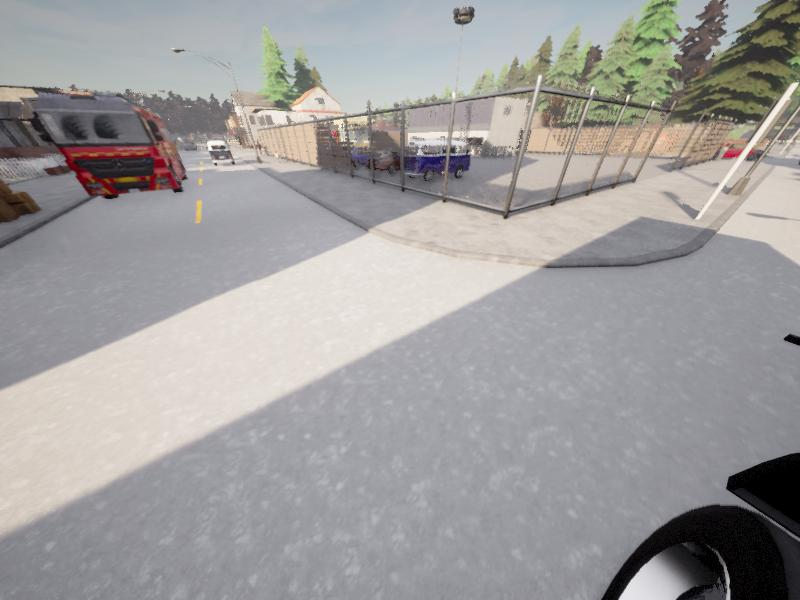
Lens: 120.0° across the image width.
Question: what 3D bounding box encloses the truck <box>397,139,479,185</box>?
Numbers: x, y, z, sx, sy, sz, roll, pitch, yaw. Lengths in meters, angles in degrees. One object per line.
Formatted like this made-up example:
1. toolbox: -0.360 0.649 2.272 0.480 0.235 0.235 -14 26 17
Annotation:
1. truck: 2.257 -8.455 13.982 4.478 2.038 2.069 -22 41 -28

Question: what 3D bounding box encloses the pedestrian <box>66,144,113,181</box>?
1. pedestrian: -18.787 -8.338 14.051 0.751 1.860 0.751 -17 39 -23

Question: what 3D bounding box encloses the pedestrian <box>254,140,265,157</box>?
1. pedestrian: -19.369 -20.890 31.844 0.751 1.860 0.751 -17 39 -22

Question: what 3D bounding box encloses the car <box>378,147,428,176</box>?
1. car: 0.123 -10.336 17.082 1.789 1.547 3.705 -22 41 -28

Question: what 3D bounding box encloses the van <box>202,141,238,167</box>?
1. van: -18.276 -14.906 23.420 2.069 2.038 4.480 -22 41 -28

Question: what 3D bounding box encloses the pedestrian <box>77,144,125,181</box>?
1. pedestrian: -18.107 -8.339 14.047 0.751 1.860 0.751 -7 36 -10

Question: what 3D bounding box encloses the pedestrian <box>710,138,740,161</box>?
1. pedestrian: 31.605 -14.646 22.522 0.751 1.860 0.751 22 41 28

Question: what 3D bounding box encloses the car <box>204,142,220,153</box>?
1. car: -37.043 -30.081 45.519 1.789 1.549 3.705 -22 41 -28

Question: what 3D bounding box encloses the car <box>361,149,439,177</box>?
1. car: 0.123 -10.117 16.896 5.357 1.415 2.033 -22 41 -28

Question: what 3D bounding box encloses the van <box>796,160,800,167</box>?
1. van: 37.023 -13.013 19.809 5.915 2.561 1.988 -22 41 -28

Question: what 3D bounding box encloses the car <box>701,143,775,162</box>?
1. car: 36.003 -15.847 24.757 1.816 1.474 4.193 -24 42 -30

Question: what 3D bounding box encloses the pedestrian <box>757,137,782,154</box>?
1. pedestrian: 48.968 -20.484 30.655 0.751 1.860 0.751 18 39 23

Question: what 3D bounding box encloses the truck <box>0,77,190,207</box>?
1. truck: -13.612 -7.776 11.726 2.891 3.827 8.468 -22 41 -28

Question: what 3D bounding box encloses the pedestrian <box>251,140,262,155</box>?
1. pedestrian: -21.603 -23.016 34.877 0.751 1.860 0.751 -11 37 -15

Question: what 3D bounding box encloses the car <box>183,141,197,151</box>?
1. car: -50.278 -36.877 55.362 1.932 1.855 4.605 -22 41 -28

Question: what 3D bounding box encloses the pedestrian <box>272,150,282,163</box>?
1. pedestrian: -12.414 -14.453 23.318 0.500 1.100 0.500 5 36 7

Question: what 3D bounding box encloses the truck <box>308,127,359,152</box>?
1. truck: -12.619 -31.018 44.654 8.468 3.827 2.891 -22 41 -27

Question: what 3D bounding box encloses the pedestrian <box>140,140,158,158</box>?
1. pedestrian: -30.792 -18.521 28.379 0.751 1.860 0.751 -27 43 -32

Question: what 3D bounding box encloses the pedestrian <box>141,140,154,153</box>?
1. pedestrian: -46.369 -28.212 42.459 0.751 1.860 0.751 -22 41 -28

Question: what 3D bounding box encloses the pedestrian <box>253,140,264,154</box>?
1. pedestrian: -22.118 -23.932 36.180 0.751 1.860 0.751 -6 36 -8

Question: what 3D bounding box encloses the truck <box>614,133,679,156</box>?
1. truck: 34.070 -21.704 32.209 2.627 2.467 5.204 -22 40 -27
